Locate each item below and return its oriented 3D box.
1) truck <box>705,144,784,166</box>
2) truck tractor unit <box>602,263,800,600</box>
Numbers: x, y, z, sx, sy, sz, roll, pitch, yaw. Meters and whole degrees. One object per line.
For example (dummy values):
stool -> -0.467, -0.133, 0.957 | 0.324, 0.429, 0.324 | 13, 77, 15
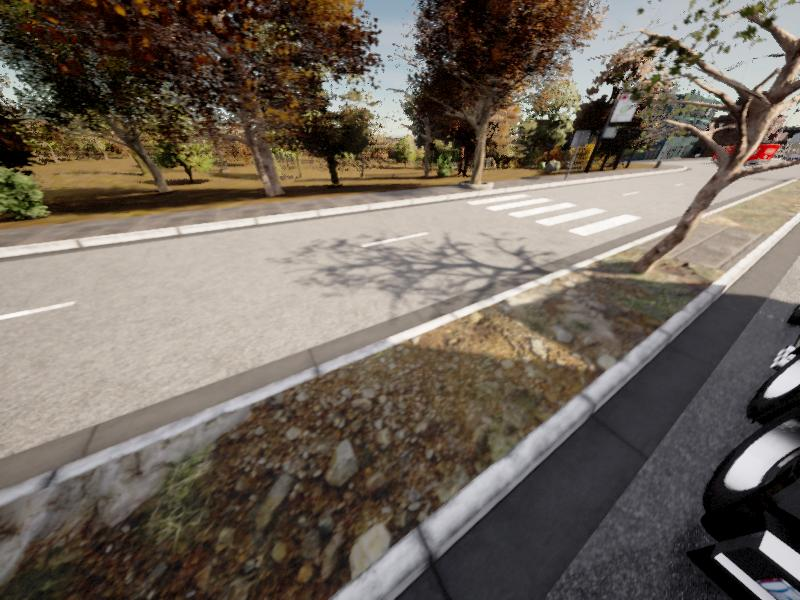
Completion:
truck -> 48.760, -20.790, 33.011 | 2.627, 2.467, 5.204 | -4, 35, -6
truck tractor unit -> 5.114, -0.295, 0.795 | 6.516, 4.208, 3.053 | -18, 39, -24
